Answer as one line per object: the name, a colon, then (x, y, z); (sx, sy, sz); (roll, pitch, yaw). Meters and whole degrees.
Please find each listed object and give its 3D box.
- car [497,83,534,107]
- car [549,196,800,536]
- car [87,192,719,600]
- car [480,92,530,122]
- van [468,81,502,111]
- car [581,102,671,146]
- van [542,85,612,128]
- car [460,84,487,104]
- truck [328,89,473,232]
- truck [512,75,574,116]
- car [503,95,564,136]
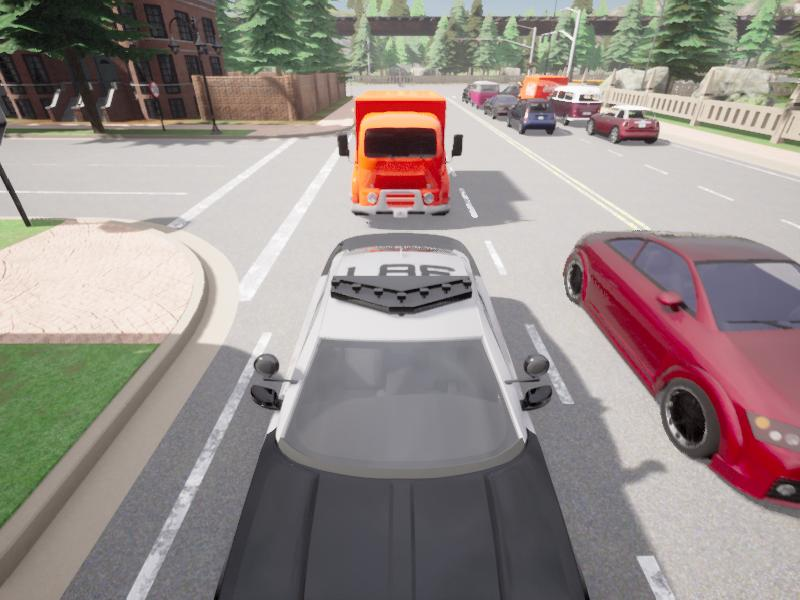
car: (10.512, -18.903, 36.801); (2.033, 1.649, 4.856); (0, 30, 0)
car: (3.499, 0.113, 4.473); (1.994, 1.385, 4.181); (0, 30, -1)
car: (0.009, 0.618, 3.357); (1.930, 1.638, 5.238); (0, 30, 0)
car: (7.013, -13.298, 27.429); (2.033, 1.411, 5.357); (0, 30, 0)
van: (7.012, -17.135, 33.415); (1.775, 1.987, 4.442); (0, 30, 0)
car: (10.510, -8.409, 18.970); (1.970, 1.475, 3.806); (0, 30, 0)
van: (10.511, -11.802, 24.225); (2.069, 2.038, 4.480); (0, 30, 0)
car: (7.013, -19.853, 38.501); (1.789, 1.549, 3.705); (0, 30, 0)
truck: (0.007, -3.814, 10.108); (2.627, 2.467, 5.204); (0, 30, 0)
truck: (10.515, -15.486, 30.111); (2.627, 2.467, 5.204); (0, 30, 0)
car: (7.012, -9.983, 21.538); (1.851, 1.617, 3.988); (0, 30, 0)
